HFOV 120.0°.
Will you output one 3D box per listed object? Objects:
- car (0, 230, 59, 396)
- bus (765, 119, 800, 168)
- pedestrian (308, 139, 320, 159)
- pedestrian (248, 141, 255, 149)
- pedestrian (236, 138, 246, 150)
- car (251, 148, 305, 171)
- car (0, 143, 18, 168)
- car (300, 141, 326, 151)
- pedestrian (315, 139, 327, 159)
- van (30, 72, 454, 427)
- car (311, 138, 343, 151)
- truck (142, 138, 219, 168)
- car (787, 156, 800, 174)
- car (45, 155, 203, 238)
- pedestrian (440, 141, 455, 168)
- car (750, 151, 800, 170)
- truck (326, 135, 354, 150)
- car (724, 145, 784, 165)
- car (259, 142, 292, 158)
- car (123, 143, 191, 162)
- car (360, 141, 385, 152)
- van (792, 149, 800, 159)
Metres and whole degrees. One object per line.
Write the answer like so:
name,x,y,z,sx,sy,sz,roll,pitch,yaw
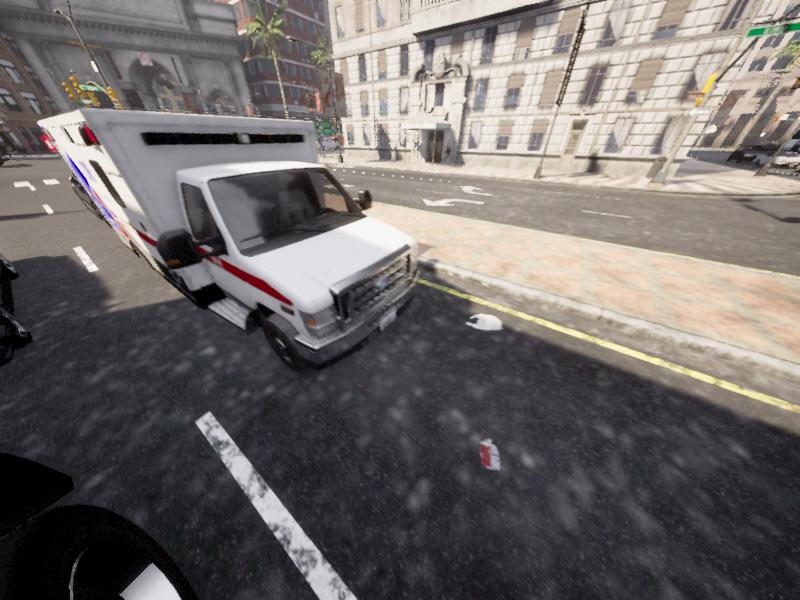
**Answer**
car,-6.787,-0.164,2.872,5.357,1.411,2.033,22,41,28
bus,40.960,-14.528,21.170,3.944,4.253,10.273,22,41,28
pedestrian,-9.816,-17.354,26.512,0.751,1.860,0.751,0,35,-1
pedestrian,-30.341,-31.700,47.175,0.751,1.300,0.751,-7,36,-10
pedestrian,-29.184,-28.703,42.438,0.751,1.860,0.751,-8,36,-12
car,-10.557,-12.238,19.983,4.181,1.385,1.994,23,41,28
car,-35.795,-11.434,18.407,5.027,1.651,2.152,-21,41,-28
car,-17.355,-30.847,46.247,1.812,1.442,4.674,22,41,28
pedestrian,-9.082,-17.449,26.652,0.751,1.860,0.751,13,37,17
van,-2.737,-1.402,3.766,6.366,2.431,2.351,22,41,28
car,-14.089,-30.198,44.833,2.150,2.045,5.566,23,41,28
truck,-20.072,-13.580,21.169,6.274,2.098,2.390,18,39,23
car,32.778,-10.269,17.498,1.812,1.442,4.674,22,41,28
car,-9.030,-3.630,7.565,4.856,1.649,2.033,22,41,28
pedestrian,3.948,-12.159,19.262,0.751,1.860,0.751,25,42,30
car,36.666,-13.441,22.157,1.895,1.301,4.718,22,41,28
truck,-13.071,-34.685,50.838,2.627,2.467,5.204,22,41,28
car,40.714,-16.892,26.760,2.242,1.667,4.611,22,41,28
car,-16.298,-19.867,30.545,1.851,1.617,3.988,3,35,3
car,-27.255,-16.827,26.223,2.128,1.511,4.902,6,36,8
car,-5.249,-30.203,45.279,2.033,1.649,4.856,22,41,28
van,57.524,-20.457,31.206,1.988,2.561,5.915,22,41,28
